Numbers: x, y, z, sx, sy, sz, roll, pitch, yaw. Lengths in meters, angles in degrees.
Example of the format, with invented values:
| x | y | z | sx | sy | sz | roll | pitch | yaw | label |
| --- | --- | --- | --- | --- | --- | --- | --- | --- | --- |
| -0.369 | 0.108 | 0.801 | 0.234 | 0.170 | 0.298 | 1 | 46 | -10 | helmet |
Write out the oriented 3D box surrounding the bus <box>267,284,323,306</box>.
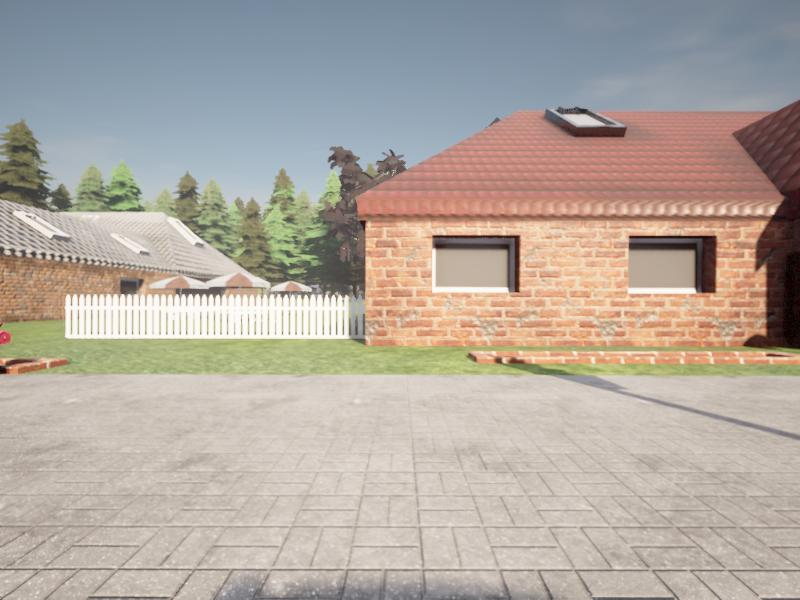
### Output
| x | y | z | sx | sy | sz | roll | pitch | yaw | label |
| --- | --- | --- | --- | --- | --- | --- | --- | --- | --- |
| -21.055 | -0.953 | 80.752 | 10.273 | 4.253 | 3.944 | 0 | 0 | 0 | bus |
